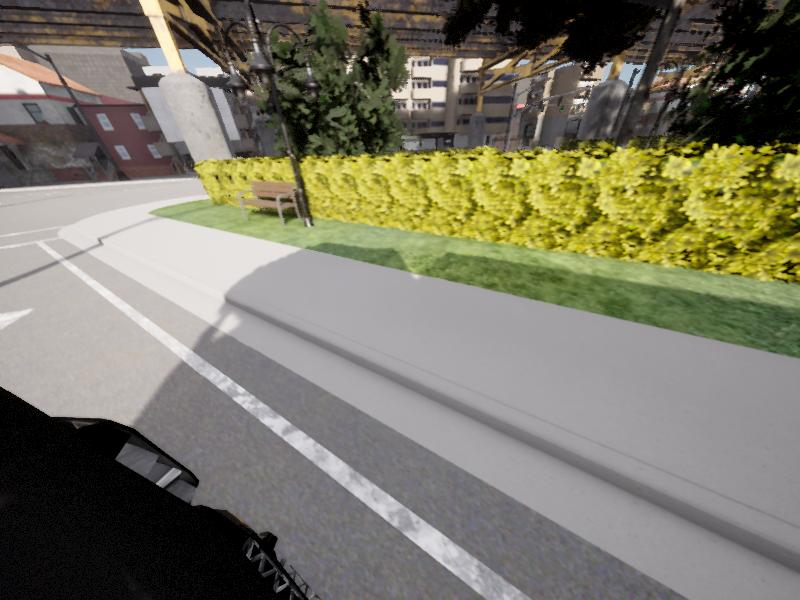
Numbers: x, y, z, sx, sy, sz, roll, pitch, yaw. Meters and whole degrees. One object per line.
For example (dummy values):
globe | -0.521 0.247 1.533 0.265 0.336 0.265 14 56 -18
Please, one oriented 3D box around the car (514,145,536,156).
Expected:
car | 22.393 -26.946 41.650 2.038 1.542 4.974 4 34 10

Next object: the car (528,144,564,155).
car | 26.496 -27.483 42.174 2.038 1.542 4.974 -22 38 -27

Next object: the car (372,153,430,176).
car | 0.127 -13.293 22.542 5.238 1.638 1.930 -10 34 -11

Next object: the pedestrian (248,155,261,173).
pedestrian | -18.566 -17.414 29.577 0.751 1.860 0.751 -13 35 -16

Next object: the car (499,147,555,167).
car | 13.778 -15.655 25.249 4.974 1.542 2.038 -10 34 -11

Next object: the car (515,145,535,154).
car | 22.396 -27.105 41.606 1.853 1.218 4.536 4 34 10

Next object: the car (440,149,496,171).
car | 6.926 -14.471 23.861 5.027 1.651 2.152 -10 34 -11
